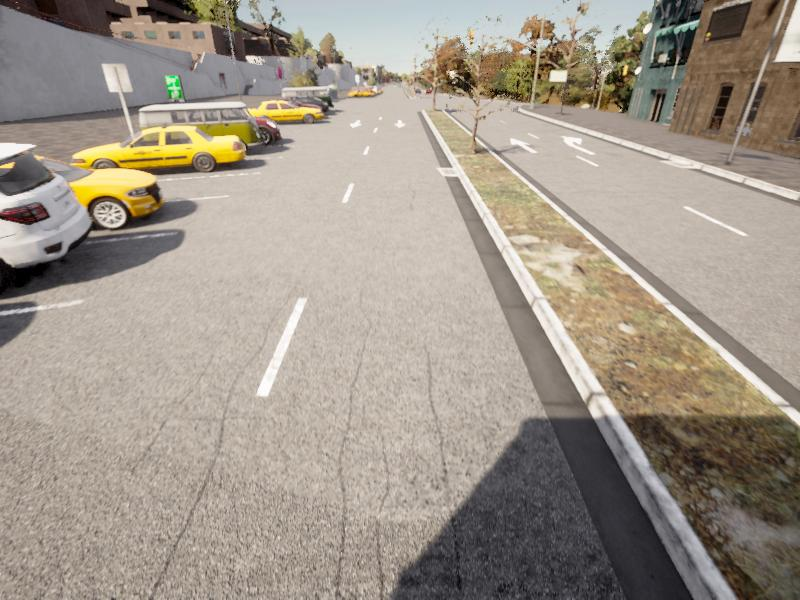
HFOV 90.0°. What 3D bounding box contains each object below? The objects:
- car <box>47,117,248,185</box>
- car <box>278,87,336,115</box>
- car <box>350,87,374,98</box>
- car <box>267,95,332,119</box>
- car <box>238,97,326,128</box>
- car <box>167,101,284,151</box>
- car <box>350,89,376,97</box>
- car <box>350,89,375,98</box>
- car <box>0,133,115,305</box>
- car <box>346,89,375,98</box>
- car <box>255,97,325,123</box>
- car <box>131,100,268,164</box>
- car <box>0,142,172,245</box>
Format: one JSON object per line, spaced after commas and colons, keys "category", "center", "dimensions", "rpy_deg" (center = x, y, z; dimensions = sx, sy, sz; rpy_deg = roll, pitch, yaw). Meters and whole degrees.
{"category": "car", "center": [-8.239, -5.227, 13.792], "dimensions": [5.366, 1.575, 1.946], "rpy_deg": [-11, 31, -17]}
{"category": "car", "center": [-7.960, -17.221, 34.510], "dimensions": [4.442, 1.987, 1.878], "rpy_deg": [-11, 31, -17]}
{"category": "car", "center": [-7.958, -43.268, 83.256], "dimensions": [4.442, 1.987, 1.878], "rpy_deg": [-10, 29, -17]}
{"category": "car", "center": [-8.062, -15.498, 32.010], "dimensions": [4.674, 1.452, 2.002], "rpy_deg": [-11, 31, -17]}
{"category": "car", "center": [-7.893, -12.636, 26.865], "dimensions": [5.366, 1.575, 1.946], "rpy_deg": [-11, 31, -17]}
{"category": "car", "center": [-8.099, -8.300, 18.966], "dimensions": [4.553, 1.767, 2.185], "rpy_deg": [-11, 31, -17]}
{"category": "car", "center": [-8.238, -45.834, 88.525], "dimensions": [5.366, 1.575, 1.946], "rpy_deg": [-10, 30, -17]}
{"category": "car", "center": [-8.090, -44.423, 85.957], "dimensions": [4.792, 1.488, 2.163], "rpy_deg": [-10, 30, -17]}
{"category": "car", "center": [-8.094, -1.060, 5.948], "dimensions": [5.566, 2.045, 2.435], "rpy_deg": [-11, 32, -17]}
{"category": "car", "center": [-7.892, -41.675, 80.753], "dimensions": [5.366, 1.575, 1.946], "rpy_deg": [-10, 29, -17]}
{"category": "car", "center": [-8.069, -14.032, 29.422], "dimensions": [4.674, 1.452, 2.002], "rpy_deg": [-11, 31, -17]}
{"category": "car", "center": [-7.962, -6.947, 16.370], "dimensions": [4.442, 1.987, 1.878], "rpy_deg": [-11, 31, -17]}
{"category": "car", "center": [-8.072, -2.322, 8.672], "dimensions": [5.008, 1.535, 2.097], "rpy_deg": [-11, 31, -17]}
